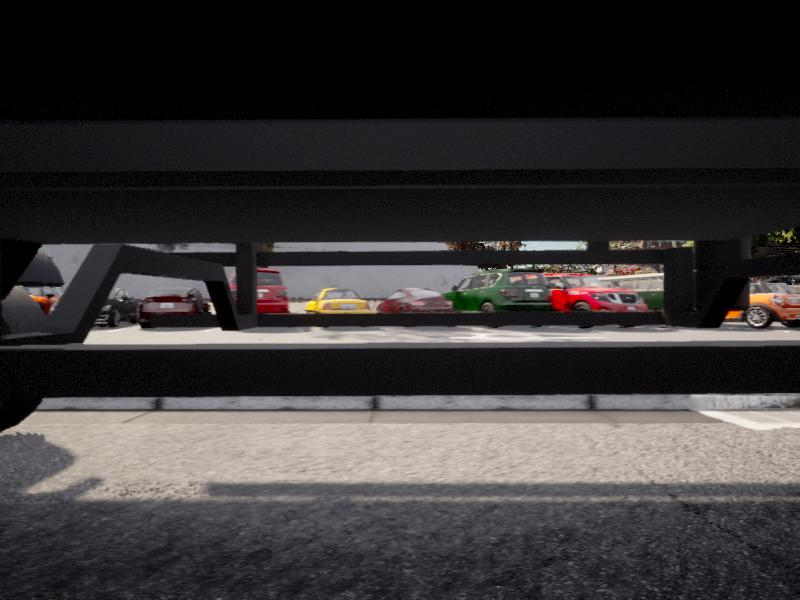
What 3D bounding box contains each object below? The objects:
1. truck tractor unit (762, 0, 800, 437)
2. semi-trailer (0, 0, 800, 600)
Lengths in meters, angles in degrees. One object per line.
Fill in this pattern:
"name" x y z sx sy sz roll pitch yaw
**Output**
"truck tractor unit" 6.180 -1.116 1.689 6.516 4.208 3.053 0 0 0
"semi-trailer" -1.735 -1.216 1.688 14.254 4.402 2.717 0 0 0
